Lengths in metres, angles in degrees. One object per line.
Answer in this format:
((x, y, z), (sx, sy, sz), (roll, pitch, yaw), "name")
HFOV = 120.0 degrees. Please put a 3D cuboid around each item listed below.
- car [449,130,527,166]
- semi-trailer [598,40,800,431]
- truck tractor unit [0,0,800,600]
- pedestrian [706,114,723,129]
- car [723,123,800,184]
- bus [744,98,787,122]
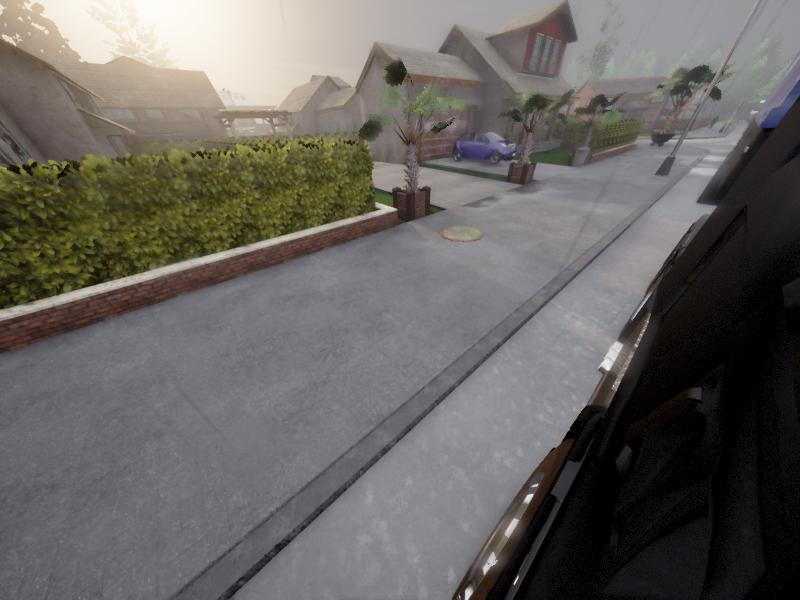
((4.979, -8.956, 13.510), (1.845, 1.501, 3.633), (-30, 45, -32), "car")
((8.693, -3.609, 4.232), (14.254, 4.402, 2.717), (-28, 44, -30), "semi-trailer")
((2.645, -0.295, 0.351), (6.516, 4.208, 3.053), (-28, 44, -30), "truck tractor unit")
((48.326, -27.403, 35.500), (0.751, 1.860, 0.751), (-31, 45, -32), "pedestrian")
((16.097, -6.404, 9.851), (5.238, 1.638, 1.930), (-28, 44, -30), "car")
((89.675, -46.662, 56.885), (10.273, 4.253, 3.944), (-28, 44, -30), "bus")
